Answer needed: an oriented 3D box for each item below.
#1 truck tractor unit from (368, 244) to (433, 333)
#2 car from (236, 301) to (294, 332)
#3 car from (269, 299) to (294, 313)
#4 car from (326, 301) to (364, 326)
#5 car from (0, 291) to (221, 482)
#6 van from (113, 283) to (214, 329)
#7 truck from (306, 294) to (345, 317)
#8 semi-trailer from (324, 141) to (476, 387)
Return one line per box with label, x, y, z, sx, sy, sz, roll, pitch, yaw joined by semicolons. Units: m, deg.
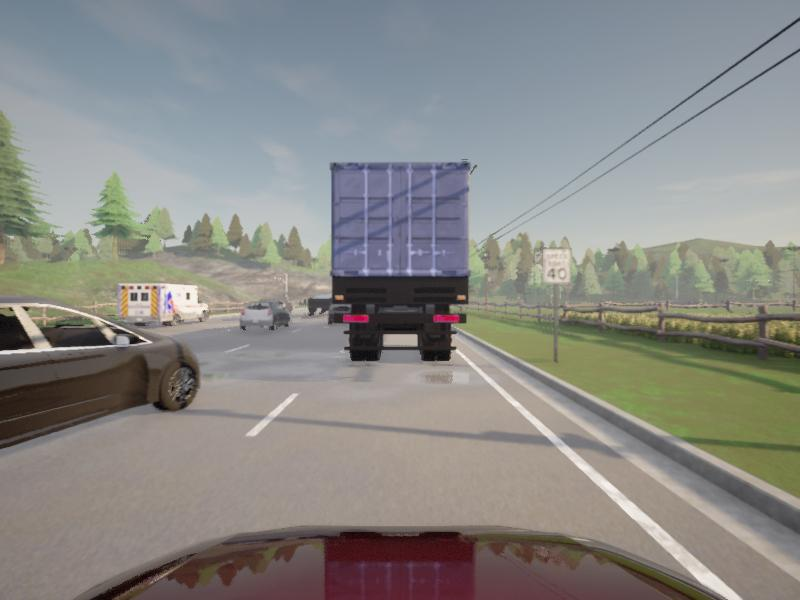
truck tractor unit;0.019;-0.556;22.210;3.053;4.208;6.516;0;0;0
car;-6.980;0.790;21.114;1.845;1.501;3.633;0;0;0
car;-13.955;0.708;47.348;1.851;1.617;3.988;0;0;0
car;-3.478;0.800;26.124;1.837;1.490;4.892;0;0;0
car;-4.445;0.750;4.429;2.242;1.667;4.611;0;0;11
van;-13.976;0.337;24.342;2.351;2.431;6.366;0;0;0
truck;-7.080;0.476;38.737;2.390;2.098;6.274;0;0;2
semi-trailer;0.013;-0.641;14.295;2.717;4.402;14.254;0;0;0
